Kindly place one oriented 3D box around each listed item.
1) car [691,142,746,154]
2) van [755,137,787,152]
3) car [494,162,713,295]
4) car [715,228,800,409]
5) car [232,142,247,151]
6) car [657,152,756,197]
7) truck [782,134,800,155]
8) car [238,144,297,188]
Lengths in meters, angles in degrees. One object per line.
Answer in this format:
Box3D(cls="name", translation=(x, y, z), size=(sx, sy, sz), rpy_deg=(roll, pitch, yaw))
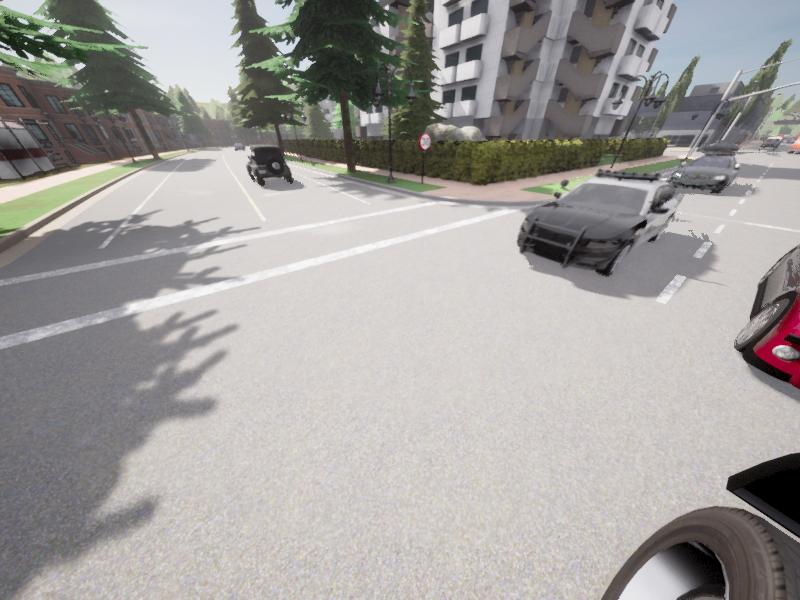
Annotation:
Box3D(cls="car", translation=(49.480, -23.727, 36.017), size=(4.674, 1.442, 1.812), rpy_deg=(23, 41, 30))
Box3D(cls="van", translation=(64.755, -27.196, 40.327), size=(4.480, 2.038, 2.069), rpy_deg=(-23, 41, -28))
Box3D(cls="car", translation=(4.840, -2.089, 5.426), size=(5.238, 1.638, 1.930), rpy_deg=(-22, 41, -28))
Box3D(cls="car", translation=(5.839, 0.058, 2.532), size=(3.806, 1.475, 1.970), rpy_deg=(-22, 41, -28))
Box3D(cls="car", translation=(-35.230, -33.786, 50.852), size=(2.033, 1.411, 5.357), rpy_deg=(-15, 38, -20))
Box3D(cls="car", translation=(15.610, -6.526, 11.756), size=(4.974, 1.542, 2.038), rpy_deg=(-22, 41, -29))
Box3D(cls="truck", translation=(57.653, -21.741, 32.248), size=(2.627, 2.467, 5.204), rpy_deg=(27, 43, 33))
Box3D(cls="car", translation=(-7.877, -8.036, 13.674), size=(1.905, 1.878, 3.866), rpy_deg=(-23, 41, -29))
